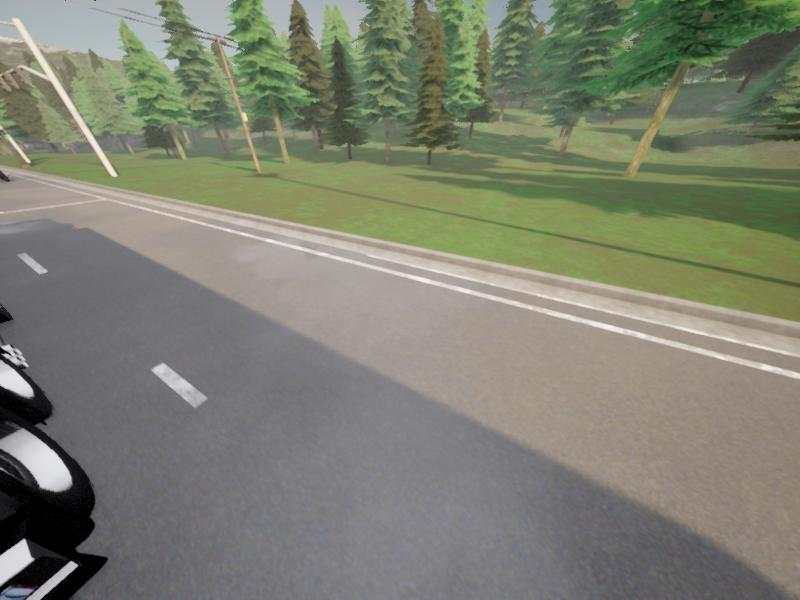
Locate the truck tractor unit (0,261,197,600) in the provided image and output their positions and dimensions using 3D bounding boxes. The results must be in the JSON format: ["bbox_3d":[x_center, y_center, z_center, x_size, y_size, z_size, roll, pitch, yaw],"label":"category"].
[{"bbox_3d":[-5.108,-0.304,0.786,6.516,4.208,3.053,19,39,24],"label":"truck tractor unit"}]

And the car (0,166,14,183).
[{"bbox_3d":[-29.170,-8.936,15.834,4.193,1.474,1.816,17,38,23],"label":"car"}]
